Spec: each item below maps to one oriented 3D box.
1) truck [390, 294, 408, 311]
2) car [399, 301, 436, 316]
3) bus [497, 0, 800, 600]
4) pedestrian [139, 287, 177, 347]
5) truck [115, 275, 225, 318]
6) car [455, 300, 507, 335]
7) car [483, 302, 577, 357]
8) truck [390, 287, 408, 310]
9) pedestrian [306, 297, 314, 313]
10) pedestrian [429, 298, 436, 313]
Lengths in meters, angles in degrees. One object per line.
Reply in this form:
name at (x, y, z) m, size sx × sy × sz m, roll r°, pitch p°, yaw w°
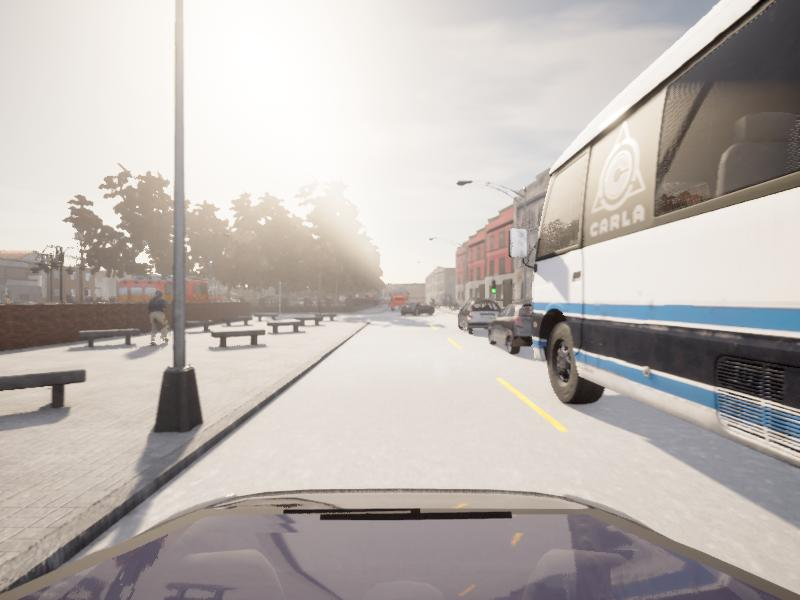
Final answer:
truck at (-0.133, 0.373, 61.045) m, size 2.627 × 2.467 × 5.204 m, roll 0°, pitch 0°, yaw -1°
car at (1.883, 0.865, 41.533) m, size 1.970 × 1.475 × 3.806 m, roll 0°, pitch 0°, yaw 40°
bus at (3.878, -0.533, 2.697) m, size 3.944 × 4.253 × 10.273 m, roll 0°, pitch 0°, yaw 0°
pedestrian at (-7.836, 0.536, 12.979) m, size 0.751 × 1.860 × 0.751 m, roll 0°, pitch 0°, yaw 1°
truck at (-21.154, -0.313, 37.114) m, size 8.468 × 3.827 × 2.891 m, roll 0°, pitch 0°, yaw 0°
car at (3.993, 0.794, 20.329) m, size 1.851 × 1.617 × 3.988 m, roll 0°, pitch 0°, yaw 0°
car at (3.996, 0.831, 12.938) m, size 1.845 × 1.501 × 3.633 m, roll 0°, pitch 0°, yaw 0°
truck at (-0.149, -0.302, 70.206) m, size 2.891 × 3.827 × 8.468 m, roll 0°, pitch 0°, yaw 0°
pedestrian at (-10.492, 0.547, 46.403) m, size 0.751 × 1.860 × 0.751 m, roll 0°, pitch 0°, yaw 0°
pedestrian at (3.946, 0.650, 48.506) m, size 0.751 × 1.860 × 0.751 m, roll 0°, pitch 0°, yaw 21°
